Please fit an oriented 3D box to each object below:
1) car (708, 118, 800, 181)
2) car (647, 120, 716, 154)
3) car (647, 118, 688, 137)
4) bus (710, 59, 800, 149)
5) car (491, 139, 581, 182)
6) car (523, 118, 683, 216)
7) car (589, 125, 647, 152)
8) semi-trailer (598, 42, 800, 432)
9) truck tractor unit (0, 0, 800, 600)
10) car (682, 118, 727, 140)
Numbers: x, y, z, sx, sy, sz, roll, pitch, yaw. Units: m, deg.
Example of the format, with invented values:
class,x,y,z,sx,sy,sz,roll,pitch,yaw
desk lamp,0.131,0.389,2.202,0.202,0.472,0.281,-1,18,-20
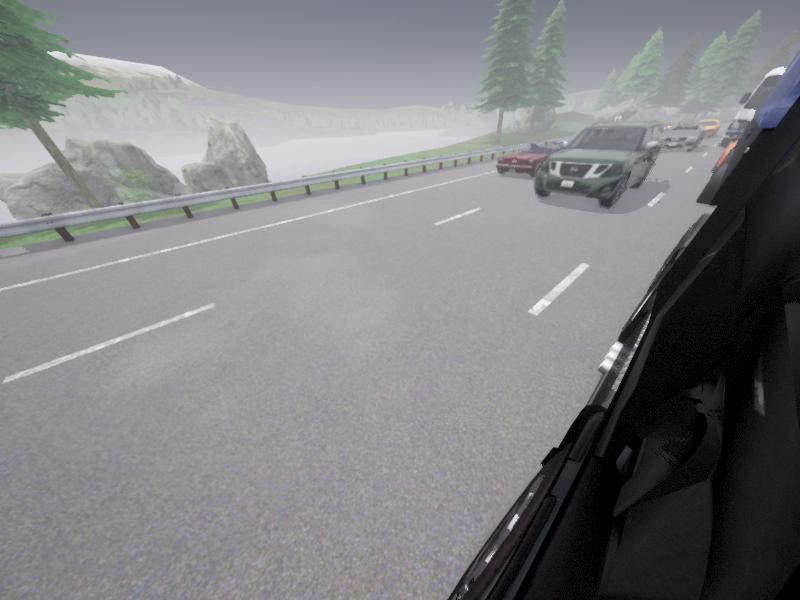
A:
class,x,y,z,sx,sy,sz,roll,pitch,yaw
car,15.537,-6.522,9.822,4.553,1.767,2.097,-28,44,-30
car,20.099,-11.667,16.487,5.027,1.651,2.152,-28,44,-30
car,32.398,-20.877,27.956,5.366,1.575,1.801,-25,42,-26
bus,27.296,-13.766,16.639,10.273,4.253,3.944,-27,43,-31
car,6.883,-7.163,11.645,4.718,1.301,1.895,-28,44,-30
car,6.871,-4.710,7.765,5.566,2.045,2.150,-28,44,-30
car,17.410,-12.931,18.427,4.514,1.525,2.007,-28,44,-30
semi-trailer,8.681,-3.629,4.227,14.254,4.402,2.717,-28,44,-30
truck tractor unit,2.645,-0.295,0.351,6.516,4.208,3.053,-28,44,-30
car,31.030,-17.474,23.558,5.008,1.535,1.882,-28,43,-29
